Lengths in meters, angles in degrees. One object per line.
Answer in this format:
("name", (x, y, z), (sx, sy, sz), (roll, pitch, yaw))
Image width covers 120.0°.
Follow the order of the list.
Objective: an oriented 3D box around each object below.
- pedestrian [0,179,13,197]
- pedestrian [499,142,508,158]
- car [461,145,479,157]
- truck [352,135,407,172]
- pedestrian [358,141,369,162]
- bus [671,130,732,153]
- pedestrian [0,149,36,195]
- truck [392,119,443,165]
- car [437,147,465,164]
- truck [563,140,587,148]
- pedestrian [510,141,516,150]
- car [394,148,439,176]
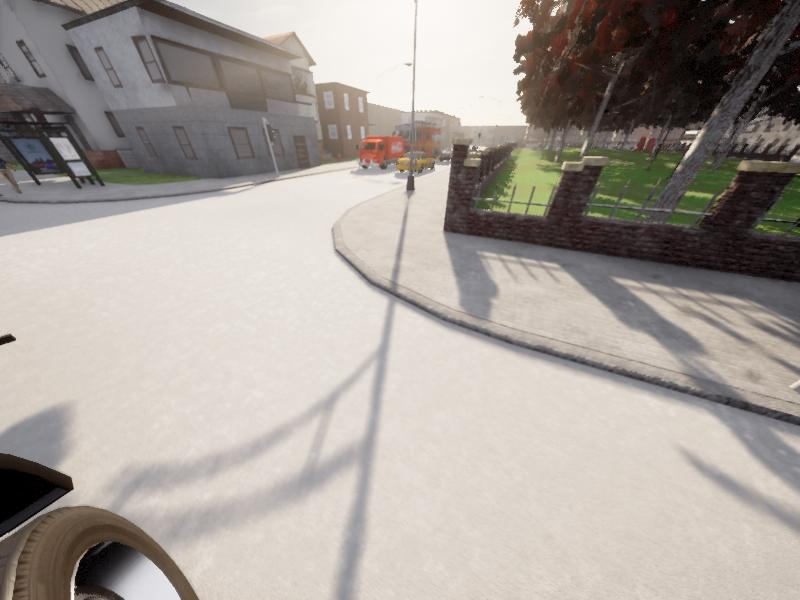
("pedestrian", (-17.300, -5.228, 9.395), (0.751, 1.860, 0.751), (25, 42, 31))
("pedestrian", (14.769, -21.489, 33.032), (0.751, 1.860, 0.751), (9, 36, 13))
("car", (11.228, -23.896, 36.953), (1.845, 1.501, 3.633), (14, 37, 19))
("truck", (-1.646, -13.402, 20.976), (2.627, 2.467, 5.204), (15, 37, 19))
("pedestrian", (-4.137, -16.671, 25.937), (0.751, 1.860, 0.751), (26, 42, 31))
("bus", (70.864, -37.605, 54.826), (3.944, 4.253, 10.273), (14, 37, 19))
("pedestrian", (-17.232, -5.620, 9.964), (0.751, 1.860, 0.751), (19, 39, 24))
("truck", (2.238, -18.573, 27.235), (2.891, 3.827, 8.468), (15, 38, 20))
("car", (6.205, -17.408, 27.731), (2.033, 1.411, 5.357), (14, 37, 19))
("truck", (61.913, -55.329, 81.986), (6.274, 2.098, 2.390), (14, 37, 19))
("pedestrian", (28.453, -39.085, 58.367), (0.751, 1.860, 0.751), (6, 35, 8))
("car", (1.487, -11.473, 19.021), (1.801, 1.575, 5.366), (15, 37, 20))
